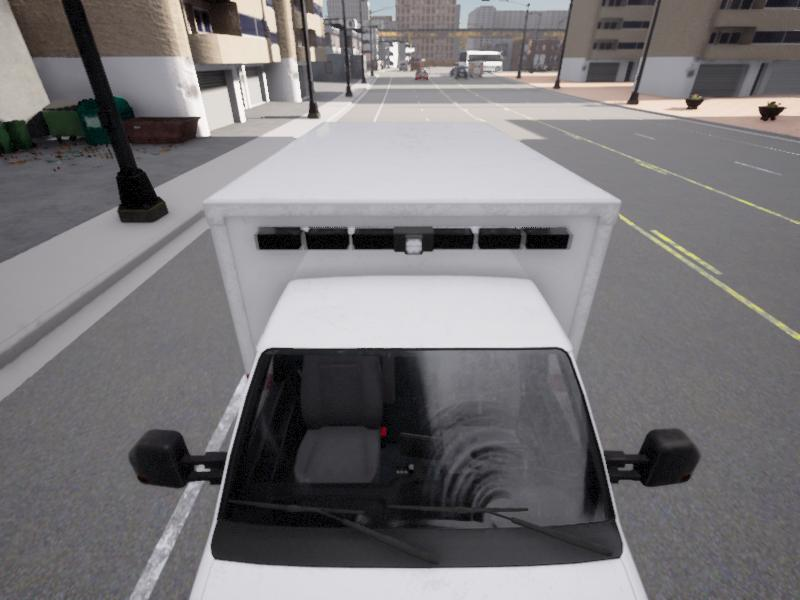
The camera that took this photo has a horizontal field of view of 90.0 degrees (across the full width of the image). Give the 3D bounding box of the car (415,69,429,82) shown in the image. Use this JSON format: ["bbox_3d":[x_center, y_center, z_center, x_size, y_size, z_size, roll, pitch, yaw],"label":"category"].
[{"bbox_3d":[3.661,-37.945,67.539,2.242,1.667,4.611,0,32,0],"label":"car"}]

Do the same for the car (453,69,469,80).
[{"bbox_3d":[10.665,-39.498,70.051,2.128,1.511,4.902,0,32,0],"label":"car"}]

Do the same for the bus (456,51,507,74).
[{"bbox_3d":[18.241,-53.218,89.592,10.273,4.253,3.944,-14,34,-21],"label":"bus"}]

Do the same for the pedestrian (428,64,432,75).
[{"bbox_3d":[6.398,-48.847,84.774,0.751,1.860,0.751,0,31,1],"label":"pedestrian"}]

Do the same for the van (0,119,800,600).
[{"bbox_3d":[0.063,0.021,3.615,2.351,2.431,6.366,0,30,0],"label":"van"}]

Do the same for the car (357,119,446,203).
[{"bbox_3d":[0.041,-4.407,12.136,2.128,1.511,4.902,0,30,0],"label":"car"}]

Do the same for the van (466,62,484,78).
[{"bbox_3d":[14.179,-43.820,76.010,2.351,2.431,6.366,0,32,0],"label":"van"}]
